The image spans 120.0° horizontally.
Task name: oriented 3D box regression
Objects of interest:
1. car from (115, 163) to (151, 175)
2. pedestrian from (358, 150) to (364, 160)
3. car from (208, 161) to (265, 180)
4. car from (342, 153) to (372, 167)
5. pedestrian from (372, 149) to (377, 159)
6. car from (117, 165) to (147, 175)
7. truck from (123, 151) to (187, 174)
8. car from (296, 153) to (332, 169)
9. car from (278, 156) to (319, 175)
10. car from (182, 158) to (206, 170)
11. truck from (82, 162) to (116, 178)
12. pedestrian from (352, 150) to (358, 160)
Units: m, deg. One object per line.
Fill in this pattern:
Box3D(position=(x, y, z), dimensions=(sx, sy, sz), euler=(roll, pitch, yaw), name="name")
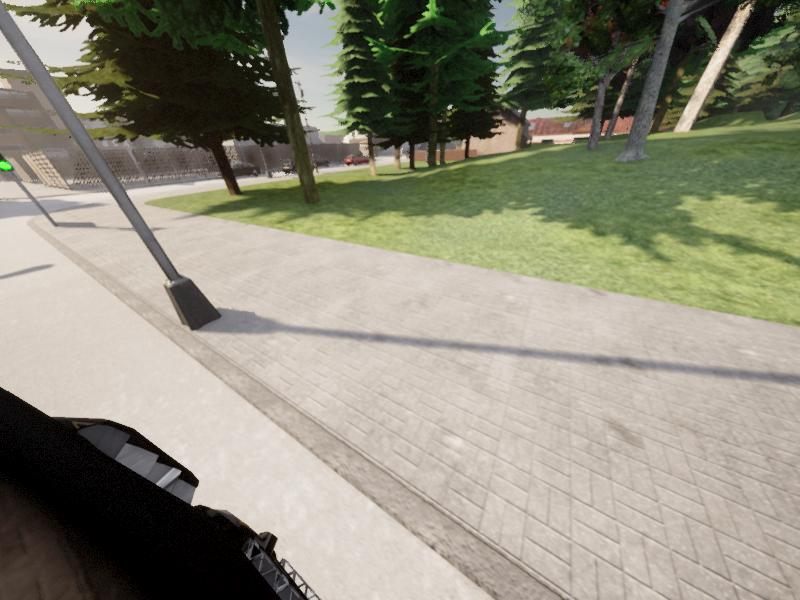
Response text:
Box3D(position=(-48.313, -23.742, 41.924), dimensions=(1.789, 1.547, 3.705), euler=(16, 38, 27), name="car")
Box3D(position=(-8.106, -30.523, 48.584), dimensions=(0.751, 1.860, 0.751), euler=(8, 35, 16), name="pedestrian")
Box3D(position=(-18.565, -14.929, 26.514), dimensions=(1.837, 1.490, 4.892), euler=(16, 38, 26), name="car")
Box3D(position=(-6.646, -21.889, 36.026), dimensions=(2.007, 1.525, 4.514), euler=(15, 38, 25), name="car")
Box3D(position=(-5.555, -31.599, 50.109), dimensions=(0.751, 1.860, 0.751), euler=(-27, 41, -32), name="pedestrian")
Box3D(position=(-48.563, -23.611, 41.876), dimensions=(5.357, 1.415, 2.033), euler=(16, 38, 27), name="car")
Box3D(position=(-53.792, -30.637, 51.191), dimensions=(2.891, 3.827, 8.468), euler=(16, 38, 27), name="truck")
Box3D(position=(-12.695, -20.703, 34.400), dimensions=(1.932, 1.855, 4.605), euler=(15, 37, 25), name="car")
Box3D(position=(-12.362, -16.581, 28.412), dimensions=(1.851, 1.617, 3.988), euler=(17, 38, 27), name="car")
Box3D(position=(-43.112, -28.509, 48.401), dimensions=(3.866, 1.878, 1.905), euler=(16, 38, 27), name="car")
Box3D(position=(-50.747, -21.957, 38.994), dimensions=(4.478, 2.038, 2.069), euler=(16, 38, 27), name="truck")
Box3D(position=(-10.382, -33.340, 53.001), dimensions=(0.751, 1.860, 0.751), euler=(14, 37, 24), name="pedestrian")
